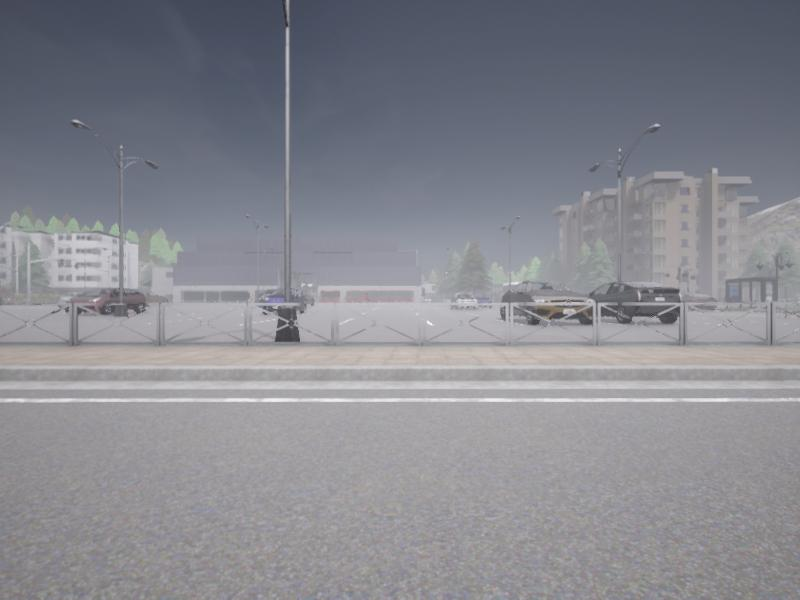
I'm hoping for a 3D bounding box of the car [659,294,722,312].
[{"bbox_3d":[25.907,0.229,35.954,2.163,1.488,4.792,0,0,-1],"label":"car"}]

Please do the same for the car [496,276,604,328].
[{"bbox_3d":[5.344,0.070,15.130,2.152,1.636,5.027,0,0,0],"label":"car"}]

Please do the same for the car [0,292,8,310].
[{"bbox_3d":[-35.958,0.075,33.423,2.007,1.523,4.514,0,0,0],"label":"car"}]

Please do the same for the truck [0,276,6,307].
[{"bbox_3d":[-51.227,-1.066,46.243,2.891,3.827,8.468,0,0,0],"label":"truck"}]

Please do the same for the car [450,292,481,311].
[{"bbox_3d":[5.425,0.124,33.796,1.970,1.475,3.806,0,0,0],"label":"car"}]

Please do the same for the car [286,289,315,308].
[{"bbox_3d":[-10.205,-0.149,41.299,1.932,1.855,4.605,0,0,0],"label":"car"}]

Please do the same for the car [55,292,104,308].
[{"bbox_3d":[-32.320,0.006,40.485,1.970,1.475,3.806,0,0,0],"label":"car"}]

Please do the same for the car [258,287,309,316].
[{"bbox_3d":[-6.529,0.070,22.762,1.845,1.501,3.633,0,0,0],"label":"car"}]

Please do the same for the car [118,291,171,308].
[{"bbox_3d":[-25.904,-0.078,40.831,2.152,1.636,5.027,0,0,0],"label":"car"}]

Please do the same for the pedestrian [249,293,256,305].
[{"bbox_3d":[-23.411,-0.108,63.372,0.751,1.860,0.751,0,0,2],"label":"pedestrian"}]

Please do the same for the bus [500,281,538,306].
[{"bbox_3d":[22.006,-1.157,74.763,3.944,4.253,10.273,0,0,-1],"label":"bus"}]

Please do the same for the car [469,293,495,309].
[{"bbox_3d":[8.379,0.111,41.228,1.845,1.501,3.633,0,0,0],"label":"car"}]

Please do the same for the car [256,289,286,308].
[{"bbox_3d":[-13.109,-0.167,40.876,1.905,1.878,3.866,0,0,0],"label":"car"}]

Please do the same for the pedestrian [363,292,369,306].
[{"bbox_3d":[-4.296,-0.125,51.037,0.751,1.860,0.751,0,0,0],"label":"pedestrian"}]

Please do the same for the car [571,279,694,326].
[{"bbox_3d":[8.481,0.076,15.194,2.007,1.523,4.514,0,0,0],"label":"car"}]

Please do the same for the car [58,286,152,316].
[{"bbox_3d":[-16.522,0.058,22.769,2.007,1.523,4.514,0,0,0],"label":"car"}]
